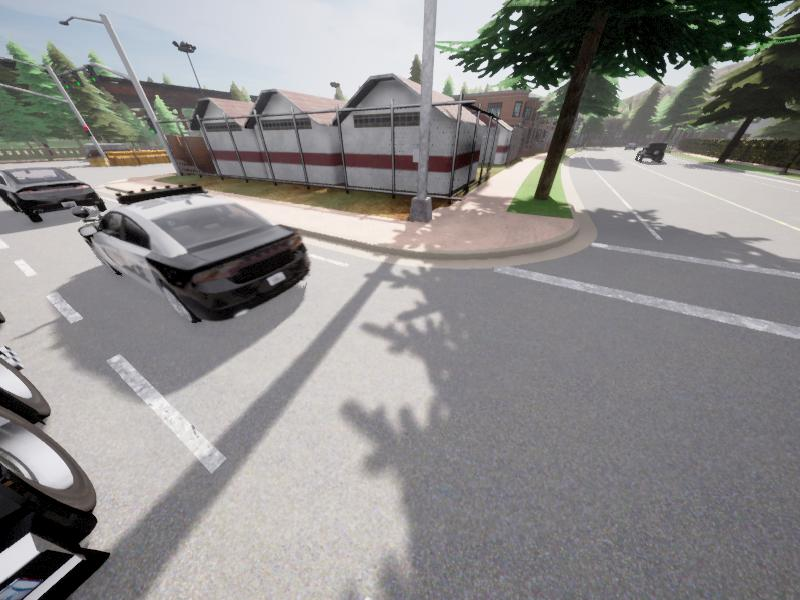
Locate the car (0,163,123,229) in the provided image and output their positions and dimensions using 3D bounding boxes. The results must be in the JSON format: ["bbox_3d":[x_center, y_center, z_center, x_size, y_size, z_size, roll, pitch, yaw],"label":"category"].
[{"bbox_3d":[-13.222,-4.063,8.604,4.902,1.511,2.128,18,39,24],"label":"car"}]

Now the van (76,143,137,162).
[{"bbox_3d":[-39.631,-20.080,31.377,1.775,1.987,4.442,16,38,22],"label":"van"}]

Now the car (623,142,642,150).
[{"bbox_3d":[53.248,-35.241,52.901,5.357,1.411,2.033,-28,44,-34],"label":"car"}]

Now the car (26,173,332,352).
[{"bbox_3d":[-4.060,-1.202,4.316,5.238,1.638,1.930,18,39,24],"label":"car"}]

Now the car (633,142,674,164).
[{"bbox_3d":[27.807,-16.339,25.527,1.905,1.878,3.866,20,40,27],"label":"car"}]

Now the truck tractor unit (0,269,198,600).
[{"bbox_3d":[-5.120,-0.292,0.767,6.516,4.208,3.053,18,39,24],"label":"truck tractor unit"}]
